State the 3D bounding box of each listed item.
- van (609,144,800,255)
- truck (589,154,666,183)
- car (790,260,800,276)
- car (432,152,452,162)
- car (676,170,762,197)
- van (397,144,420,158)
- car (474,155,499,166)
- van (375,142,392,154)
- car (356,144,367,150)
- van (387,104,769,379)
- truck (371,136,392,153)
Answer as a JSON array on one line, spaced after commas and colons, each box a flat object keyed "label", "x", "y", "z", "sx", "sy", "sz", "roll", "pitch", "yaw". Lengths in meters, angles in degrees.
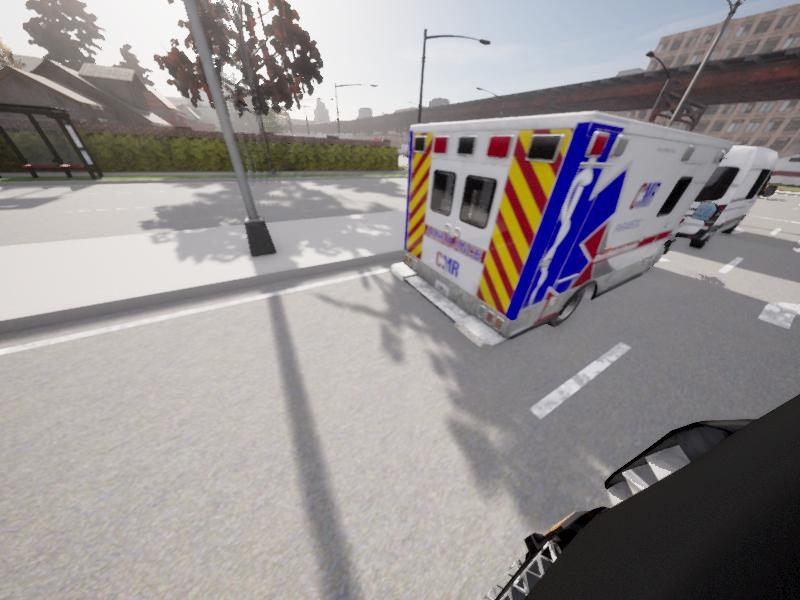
[{"label": "van", "x": 10.211, "y": -3.533, "z": 7.742, "sx": 5.915, "sy": 2.561, "sz": 1.988, "roll": -16, "pitch": 38, "yaw": -26}, {"label": "truck", "x": 25.613, "y": -15.099, "z": 26.352, "sx": 2.627, "sy": 2.467, "sz": 5.204, "roll": -16, "pitch": 37, "yaw": -26}, {"label": "car", "x": 11.507, "y": -1.241, "z": 5.305, "sx": 3.633, "sy": 1.501, "sz": 1.845, "roll": -16, "pitch": 38, "yaw": -25}, {"label": "car", "x": 8.166, "y": -28.297, "z": 45.698, "sx": 1.789, "sy": 1.549, "sz": 3.705, "roll": -16, "pitch": 38, "yaw": -26}, {"label": "car", "x": 26.530, "y": -9.873, "z": 19.402, "sx": 1.789, "sy": 1.549, "sz": 3.705, "roll": -16, "pitch": 37, "yaw": -26}, {"label": "van", "x": 1.810, "y": -35.174, "z": 54.522, "sx": 2.351, "sy": 2.431, "sz": 6.366, "roll": -16, "pitch": 39, "yaw": -26}, {"label": "car", "x": 15.418, "y": -24.894, "z": 41.197, "sx": 1.845, "sy": 1.501, "sz": 3.633, "roll": -16, "pitch": 38, "yaw": -26}, {"label": "van", "x": -4.610, "y": -41.904, "z": 63.558, "sx": 1.988, "sy": 2.561, "sz": 5.915, "roll": -16, "pitch": 39, "yaw": -26}, {"label": "car", "x": -12.478, "y": -49.639, "z": 74.906, "sx": 1.801, "sy": 1.575, "sz": 5.366, "roll": -16, "pitch": 39, "yaw": -26}, {"label": "van", "x": 3.148, "y": -1.475, "z": 4.210, "sx": 6.366, "sy": 2.431, "sz": 2.351, "roll": -16, "pitch": 38, "yaw": -26}, {"label": "truck", "x": -5.922, "y": -47.836, "z": 70.901, "sx": 2.891, "sy": 3.827, "sz": 8.468, "roll": -16, "pitch": 39, "yaw": -26}]
